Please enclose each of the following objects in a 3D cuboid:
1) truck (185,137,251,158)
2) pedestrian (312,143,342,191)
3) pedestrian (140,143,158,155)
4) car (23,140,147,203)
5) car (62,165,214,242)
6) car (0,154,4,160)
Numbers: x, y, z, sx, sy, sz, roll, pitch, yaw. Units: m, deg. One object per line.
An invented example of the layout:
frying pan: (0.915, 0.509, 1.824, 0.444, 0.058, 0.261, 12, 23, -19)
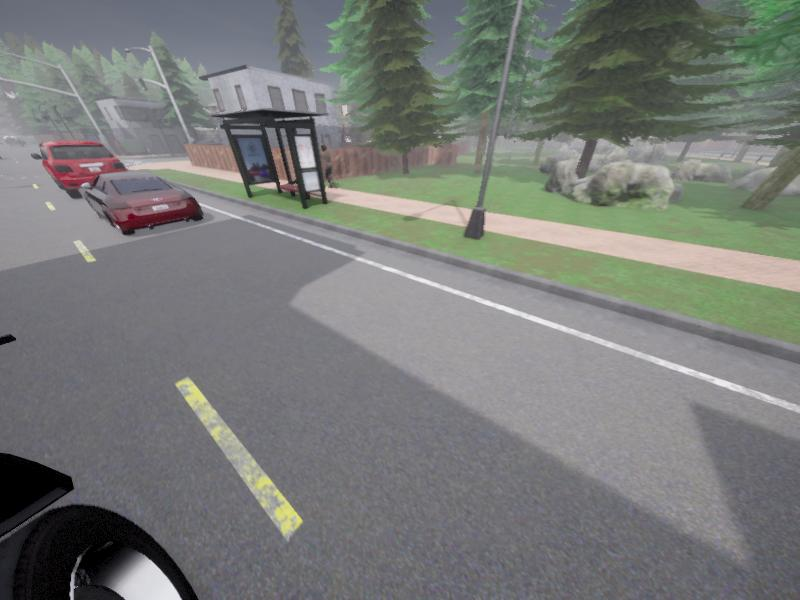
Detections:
truck: (-24.049, -20.485, 30.928, 2.390, 2.098, 6.274, 16, 38, 21)
pedestrian: (-3.383, -6.234, 10.813, 0.751, 1.860, 0.751, 14, 37, 19)
pedestrian: (-32.093, -19.291, 29.548, 0.751, 1.300, 0.751, 8, 36, 11)
car: (-14.727, -6.185, 10.788, 5.566, 2.045, 2.150, 22, 41, 28)
car: (-8.189, -3.231, 7.241, 4.181, 1.385, 1.994, 22, 41, 28)
car: (-46.152, -16.310, 25.473, 4.181, 1.385, 1.994, 22, 41, 28)
